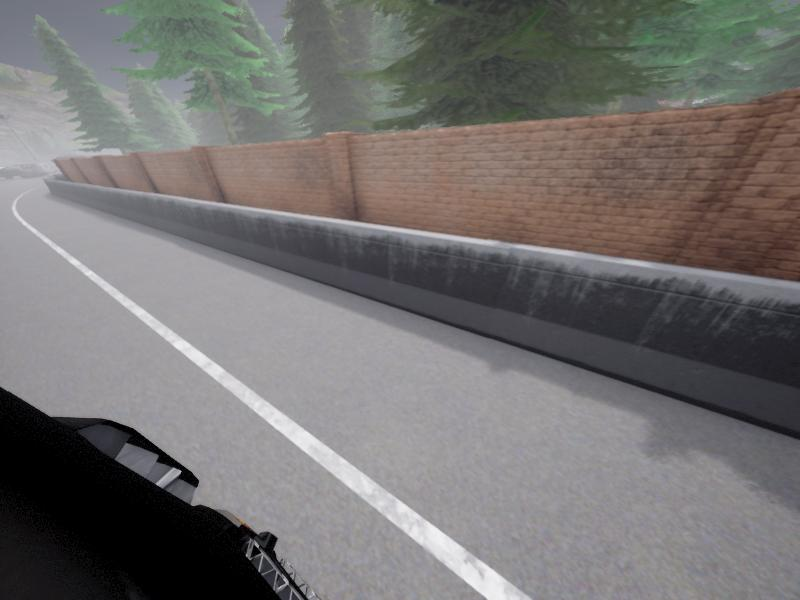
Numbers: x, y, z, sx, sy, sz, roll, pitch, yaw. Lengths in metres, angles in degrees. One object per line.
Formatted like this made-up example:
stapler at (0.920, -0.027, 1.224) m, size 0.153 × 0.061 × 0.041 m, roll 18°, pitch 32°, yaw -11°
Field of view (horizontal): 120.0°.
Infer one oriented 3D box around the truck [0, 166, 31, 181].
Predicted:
truck at (-74.025, -23.780, 43.384) m, size 2.390 × 2.098 × 6.274 m, roll -21°, pitch 38°, yaw -25°

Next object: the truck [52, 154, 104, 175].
truck at (-73.002, -31.107, 52.755) m, size 2.891 × 3.827 × 8.468 m, roll -19°, pitch 37°, yaw -22°

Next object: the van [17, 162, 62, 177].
van at (-79.614, -28.927, 51.240) m, size 2.351 × 2.431 × 6.366 m, roll -19°, pitch 37°, yaw -22°

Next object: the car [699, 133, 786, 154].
car at (37.752, -17.415, 25.746) m, size 4.856 × 1.649 × 2.033 m, roll 17°, pitch 38°, yaw 27°

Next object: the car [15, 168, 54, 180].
car at (-70.981, -24.581, 44.953) m, size 2.128 × 1.511 × 4.902 m, roll -21°, pitch 38°, yaw -25°
